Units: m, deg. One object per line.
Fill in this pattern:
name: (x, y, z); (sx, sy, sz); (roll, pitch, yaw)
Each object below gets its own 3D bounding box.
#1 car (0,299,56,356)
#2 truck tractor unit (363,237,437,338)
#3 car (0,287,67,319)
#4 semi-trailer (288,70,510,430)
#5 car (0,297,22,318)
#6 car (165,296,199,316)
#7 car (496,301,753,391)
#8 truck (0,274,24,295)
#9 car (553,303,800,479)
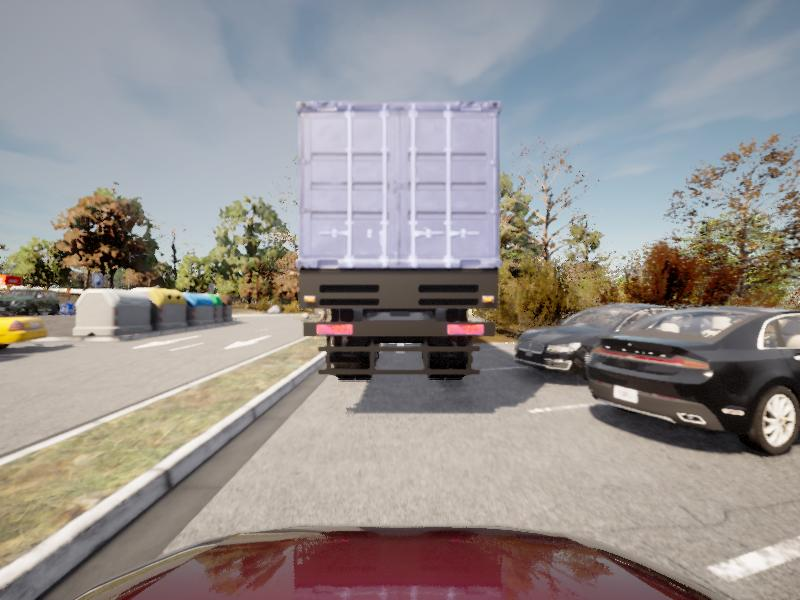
car: (-13.465, 0.789, 11.244); (5.366, 1.575, 1.946); (-1, 1, -20)
truck tractor unit: (0.129, -0.558, 19.931); (3.053, 4.208, 6.516); (0, 1, 2)
car: (-25.985, 0.236, 27.878); (2.435, 2.045, 5.566); (1, -1, -19)
semi-trailer: (0.019, -0.625, 12.021); (2.717, 4.402, 14.254); (0, 0, 0)
car: (-28.960, 0.528, 27.936); (2.002, 1.452, 4.674); (1, -1, -19)
car: (-24.347, 0.756, 44.848); (2.435, 2.045, 5.566); (1, -3, -19)
car: (4.840, 0.832, 8.757); (4.892, 1.521, 2.231); (1, 0, -20)
truck: (-52.933, -2.150, 52.167); (5.204, 2.467, 2.627); (4, -2, 1)
car: (4.826, 0.832, 5.363); (4.892, 1.521, 2.231); (1, 0, -20)
